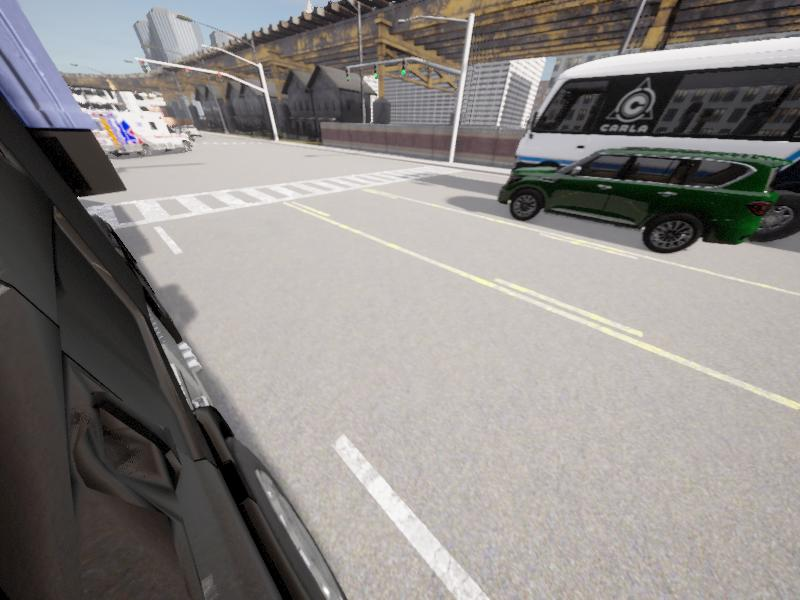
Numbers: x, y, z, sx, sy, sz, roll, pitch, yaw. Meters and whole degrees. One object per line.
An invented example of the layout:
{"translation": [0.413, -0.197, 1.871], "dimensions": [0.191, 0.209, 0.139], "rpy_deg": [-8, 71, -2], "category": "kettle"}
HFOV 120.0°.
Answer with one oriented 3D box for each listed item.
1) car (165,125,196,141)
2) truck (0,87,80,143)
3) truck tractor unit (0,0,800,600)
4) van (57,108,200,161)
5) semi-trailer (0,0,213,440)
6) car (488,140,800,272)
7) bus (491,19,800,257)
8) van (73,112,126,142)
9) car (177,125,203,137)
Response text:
{"translation": [-28.339, -21.559, 29.843], "dimensions": [3.705, 1.549, 1.789], "rpy_deg": [29, 44, 31], "category": "car"}
{"translation": [-35.431, -18.097, 22.809], "dimensions": [8.468, 3.827, 2.891], "rpy_deg": [29, 44, 31], "category": "truck"}
{"translation": [-2.645, -0.295, 0.351], "dimensions": [6.516, 4.208, 3.053], "rpy_deg": [28, 44, 30], "category": "truck tractor unit"}
{"translation": [-18.218, -11.676, 16.338], "dimensions": [2.351, 2.431, 6.366], "rpy_deg": [3, 36, -1], "category": "van"}
{"translation": [-9.820, -2.409, 2.602], "dimensions": [14.254, 4.402, 2.717], "rpy_deg": [12, 37, 13], "category": "semi-trailer"}
{"translation": [5.824, -3.039, 6.428], "dimensions": [5.566, 2.045, 2.150], "rpy_deg": [29, 44, 31], "category": "car"}
{"translation": [9.109, -4.813, 7.171], "dimensions": [10.273, 4.253, 3.944], "rpy_deg": [29, 44, 31], "category": "bus"}
{"translation": [-32.867, -18.909, 25.240], "dimensions": [6.366, 2.431, 2.351], "rpy_deg": [29, 44, 31], "category": "van"}
{"translation": [-34.214, -27.505, 37.598], "dimensions": [3.806, 1.475, 1.970], "rpy_deg": [29, 44, 31], "category": "car"}
